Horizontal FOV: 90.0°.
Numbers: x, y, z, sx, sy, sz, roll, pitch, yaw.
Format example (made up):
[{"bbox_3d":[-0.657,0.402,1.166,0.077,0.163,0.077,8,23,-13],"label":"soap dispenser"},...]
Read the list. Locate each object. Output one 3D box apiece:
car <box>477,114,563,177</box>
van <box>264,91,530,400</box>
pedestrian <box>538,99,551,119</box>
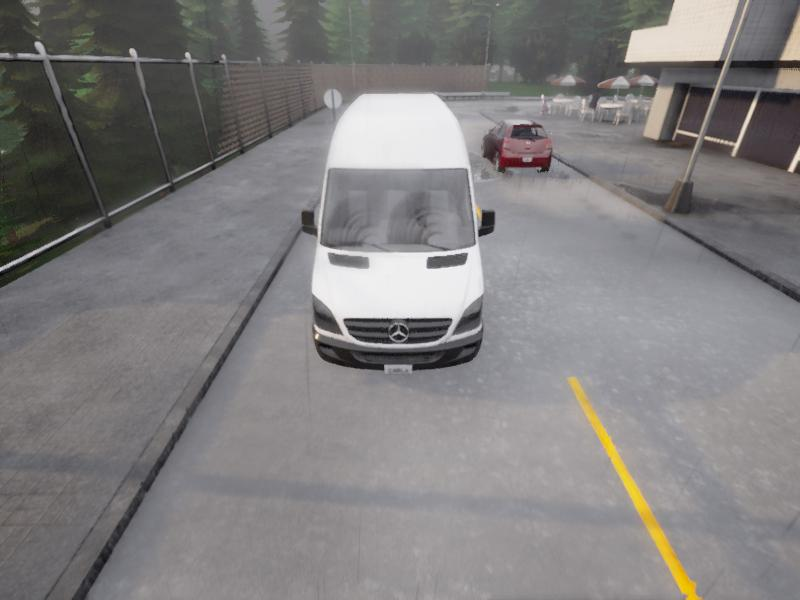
[{"bbox_3d":[3.973,-5.494,13.948,1.845,1.501,3.633,0,30,0],"label":"car"},{"bbox_3d":[-0.025,-1.559,6.183,1.988,2.561,5.915,0,31,0],"label":"van"},{"bbox_3d":[9.344,-12.370,25.923,0.500,1.100,0.500,1,30,1],"label":"pedestrian"}]
